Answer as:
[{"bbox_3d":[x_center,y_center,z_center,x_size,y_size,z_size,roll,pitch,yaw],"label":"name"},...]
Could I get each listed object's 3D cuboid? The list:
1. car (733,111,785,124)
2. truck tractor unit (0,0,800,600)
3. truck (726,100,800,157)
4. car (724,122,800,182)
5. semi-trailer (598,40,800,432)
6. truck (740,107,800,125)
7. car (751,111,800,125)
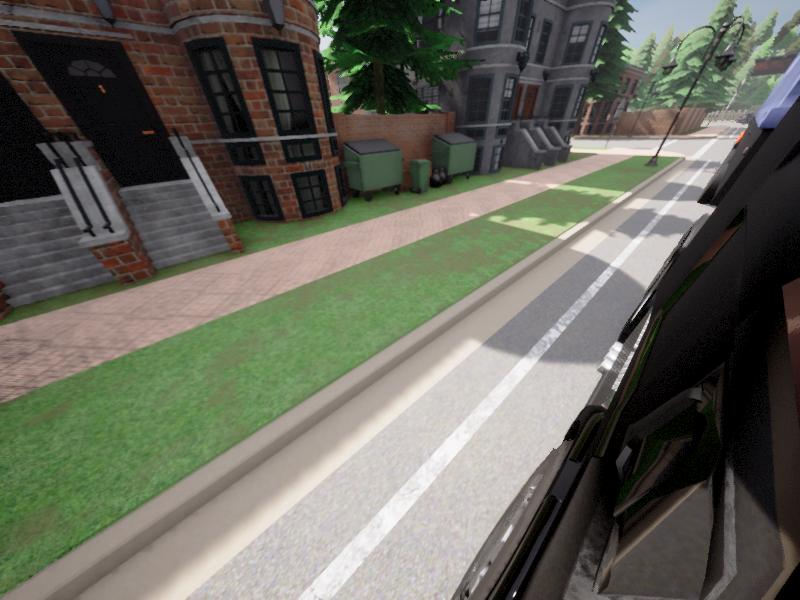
[{"bbox_3d":[65.200,-33.147,42.054,2.033,1.649,4.856,-28,44,-30],"label":"car"},{"bbox_3d":[2.645,-0.295,0.351,6.516,4.208,3.053,-28,44,-30],"label":"truck tractor unit"},{"bbox_3d":[22.812,-10.406,13.922,5.204,2.467,2.627,-28,44,-30],"label":"truck"},{"bbox_3d":[16.105,-6.450,9.818,5.238,1.638,1.930,-28,44,-30],"label":"car"},{"bbox_3d":[8.689,-3.622,4.220,14.254,4.402,2.717,-28,44,-30],"label":"semi-trailer"},{"bbox_3d":[63.528,-31.194,39.176,2.390,2.098,6.274,-28,44,-30],"label":"truck"},{"bbox_3d":[61.271,-29.283,37.181,2.152,1.651,5.027,-28,44,-30],"label":"car"}]
